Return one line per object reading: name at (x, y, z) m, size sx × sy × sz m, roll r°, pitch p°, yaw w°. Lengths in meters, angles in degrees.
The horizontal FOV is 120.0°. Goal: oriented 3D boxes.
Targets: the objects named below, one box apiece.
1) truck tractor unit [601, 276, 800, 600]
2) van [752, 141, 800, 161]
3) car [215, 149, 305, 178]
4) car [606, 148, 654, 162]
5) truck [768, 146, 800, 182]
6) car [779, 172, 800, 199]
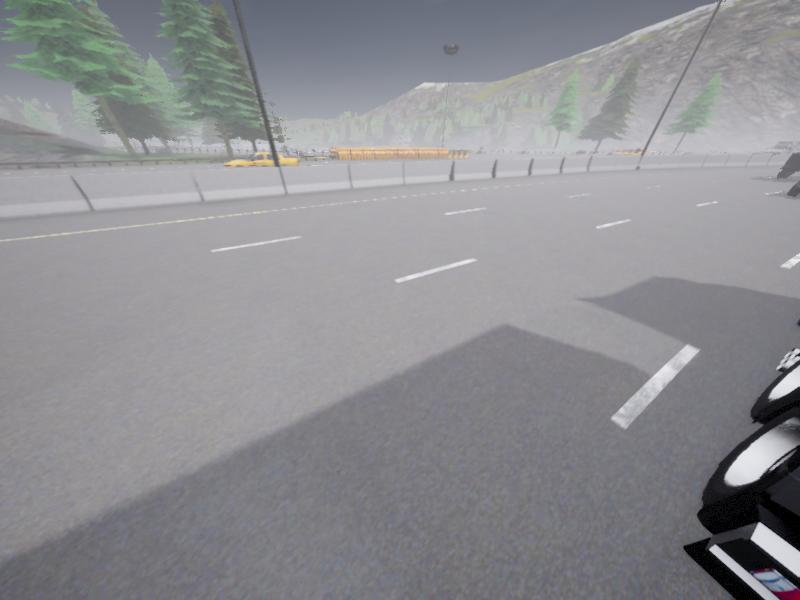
truck tractor unit at (5.132, -0.276, 0.768) m, size 6.516 × 4.208 × 3.053 m, roll -17°, pitch 38°, yaw -23°
van at (59.878, -23.078, 35.731) m, size 6.366 × 2.431 × 2.351 m, roll -3°, pitch 35°, yaw -5°
car at (-10.331, -10.398, 17.444) m, size 5.366 × 1.575 × 1.801 m, roll -18°, pitch 39°, yaw -24°
car at (31.622, -20.038, 31.820) m, size 5.008 × 1.535 × 1.882 m, roll -8°, pitch 36°, yaw -13°
truck at (31.034, -9.790, 16.601) m, size 6.274 × 2.098 × 2.390 m, roll -10°, pitch 36°, yaw -14°
car at (22.298, -5.961, 11.375) m, size 4.611 × 1.667 × 2.242 m, roll -12°, pitch 36°, yaw -17°
